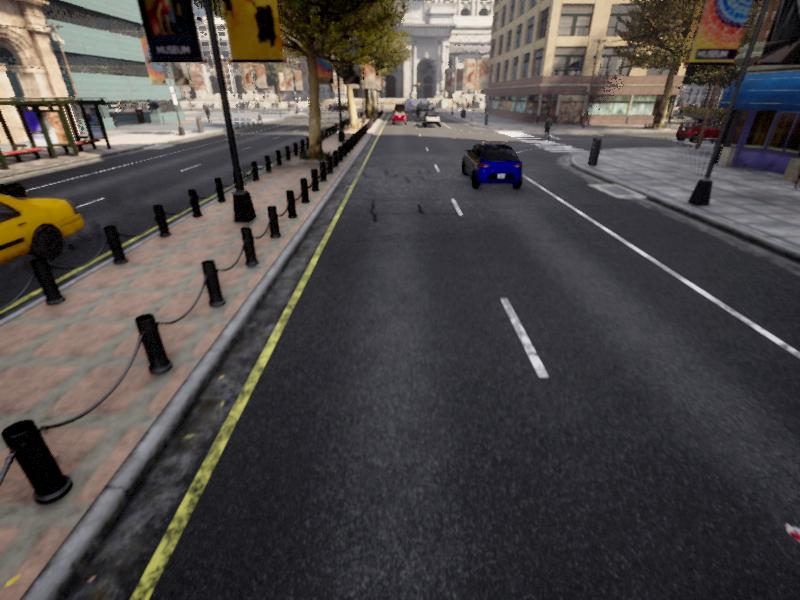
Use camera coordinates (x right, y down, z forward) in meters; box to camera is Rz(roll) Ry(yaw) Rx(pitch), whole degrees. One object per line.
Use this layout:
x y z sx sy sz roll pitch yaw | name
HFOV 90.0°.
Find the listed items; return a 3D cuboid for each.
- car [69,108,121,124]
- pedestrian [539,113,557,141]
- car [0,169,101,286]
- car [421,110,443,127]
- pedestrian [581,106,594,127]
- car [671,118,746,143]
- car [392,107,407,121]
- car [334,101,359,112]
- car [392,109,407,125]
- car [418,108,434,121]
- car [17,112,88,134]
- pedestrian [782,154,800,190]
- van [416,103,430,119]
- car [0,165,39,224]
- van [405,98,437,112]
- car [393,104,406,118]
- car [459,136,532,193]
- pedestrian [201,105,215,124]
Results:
-35.000 -21.215 46.062 2.128 1.511 4.902 0 27 0 | car
10.980 -12.855 29.692 0.751 1.860 0.751 0 27 -1 | pedestrian
-8.011 -0.953 6.756 1.801 1.575 5.366 0 27 0 | car
3.450 -19.930 43.908 2.007 1.525 4.514 0 27 0 | car
18.960 -18.534 40.470 0.751 1.860 0.751 5 28 10 | pedestrian
22.297 -12.311 29.052 3.705 1.549 1.789 -1 27 -2 | car
-0.060 -25.331 54.442 2.007 1.525 4.514 0 27 0 | car
-10.860 -39.275 81.262 4.605 1.855 1.932 0 27 0 | car
-0.052 -21.591 47.109 1.789 1.549 3.705 0 27 0 | car
3.462 -25.139 54.076 1.845 1.501 3.633 0 27 0 | car
-30.858 -15.895 35.774 2.161 1.482 4.786 0 27 0 | car
13.692 -4.348 13.587 0.500 1.100 0.500 -2 27 -4 | pedestrian
3.389 -28.380 59.905 1.775 1.987 4.442 0 27 0 | van
-11.513 -2.100 9.298 1.895 1.301 4.718 0 27 0 | car
4.237 -39.485 81.099 6.366 2.431 2.351 0 27 0 | van
-0.064 -28.391 60.027 1.905 1.878 3.866 0 27 0 | car
3.505 -5.383 15.557 1.816 1.474 4.193 0 27 0 | car
-21.056 -20.350 43.905 0.751 1.860 0.751 2 27 4 | pedestrian
